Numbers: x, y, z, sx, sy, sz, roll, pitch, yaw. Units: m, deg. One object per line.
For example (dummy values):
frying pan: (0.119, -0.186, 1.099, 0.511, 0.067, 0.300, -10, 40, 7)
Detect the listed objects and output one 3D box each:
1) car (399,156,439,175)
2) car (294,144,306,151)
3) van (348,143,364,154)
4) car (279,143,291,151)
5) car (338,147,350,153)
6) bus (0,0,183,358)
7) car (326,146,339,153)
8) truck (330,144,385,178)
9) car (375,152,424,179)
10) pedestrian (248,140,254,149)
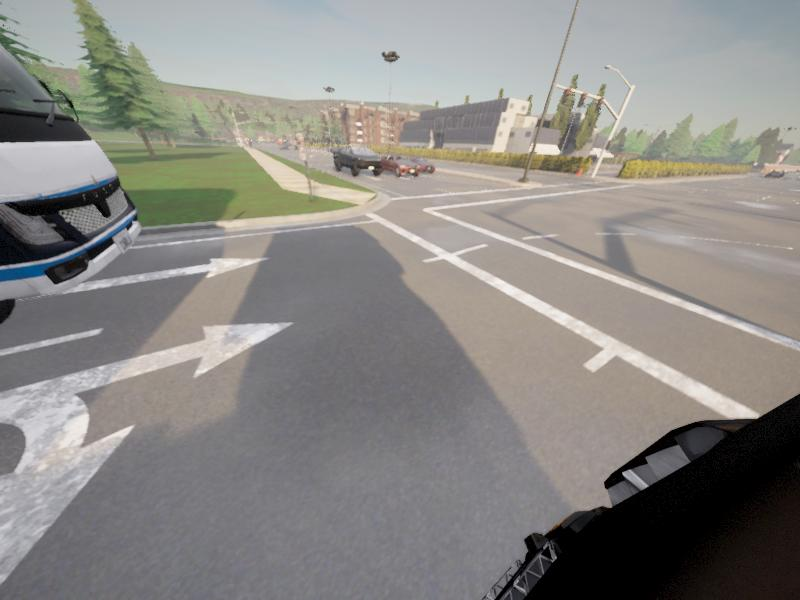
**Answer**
car: (1.838, -13.936, 23.834, 1.994, 1.385, 4.181, -17, 38, -27)
car: (-28.201, -42.990, 65.107, 2.033, 1.649, 4.856, -16, 38, -27)
van: (-13.252, -45.146, 68.750, 2.351, 2.431, 6.366, -16, 38, -26)
car: (-32.800, -43.599, 65.757, 2.038, 1.542, 4.974, -17, 39, -27)
car: (-16.485, -44.048, 67.744, 1.812, 1.442, 4.674, -16, 38, -26)
bus: (-8.903, -1.091, 1.075, 10.273, 4.253, 3.944, -16, 38, -26)
car: (-19.108, -42.831, 65.634, 2.038, 1.542, 4.974, -16, 38, -26)
truck: (-3.820, -12.145, 20.052, 2.390, 2.098, 6.274, -17, 38, -27)
car: (-0.220, -12.257, 20.922, 2.152, 1.651, 5.027, -17, 38, -27)
pedestrian: (-36.060, -37.525, 55.755, 0.751, 1.860, 0.751, -16, 38, -25)
